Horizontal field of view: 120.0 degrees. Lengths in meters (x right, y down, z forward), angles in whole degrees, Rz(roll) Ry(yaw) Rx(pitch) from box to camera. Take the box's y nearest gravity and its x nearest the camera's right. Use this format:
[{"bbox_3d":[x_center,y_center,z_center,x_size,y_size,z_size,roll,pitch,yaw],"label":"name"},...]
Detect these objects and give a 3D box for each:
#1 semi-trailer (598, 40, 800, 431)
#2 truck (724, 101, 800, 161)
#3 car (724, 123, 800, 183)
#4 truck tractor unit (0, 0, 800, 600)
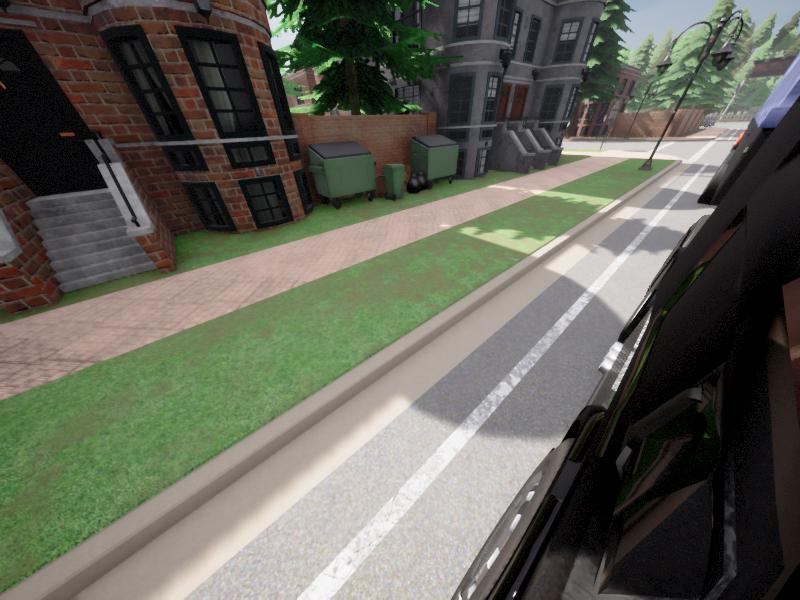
[{"bbox_3d":[8.694,-3.611,4.227,14.254,4.402,2.717,-28,44,-30],"label":"semi-trailer"},{"bbox_3d":[21.919,-9.868,13.369,5.204,2.467,2.627,-28,44,-30],"label":"truck"},{"bbox_3d":[16.111,-6.415,9.836,5.238,1.638,1.930,-28,44,-30],"label":"car"},{"bbox_3d":[2.645,-0.295,0.351,6.516,4.208,3.053,-28,44,-30],"label":"truck tractor unit"}]
